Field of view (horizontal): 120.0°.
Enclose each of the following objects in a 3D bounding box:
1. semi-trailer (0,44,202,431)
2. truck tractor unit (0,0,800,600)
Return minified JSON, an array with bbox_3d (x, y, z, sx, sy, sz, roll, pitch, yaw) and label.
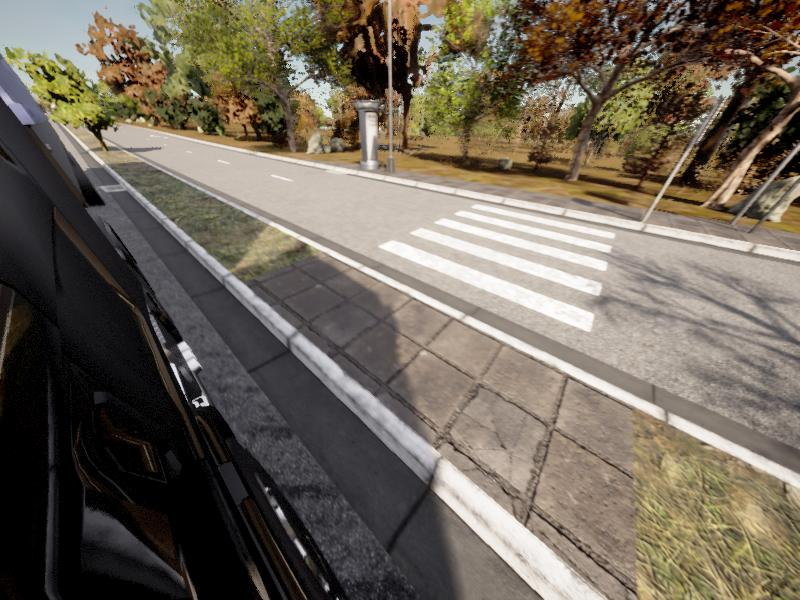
[{"bbox_3d":[-8.701,-3.571,4.267,14.254,4.402,2.717,28,44,30],"label":"semi-trailer"},{"bbox_3d":[-2.645,-0.295,0.351,6.516,4.208,3.053,28,44,30],"label":"truck tractor unit"}]
